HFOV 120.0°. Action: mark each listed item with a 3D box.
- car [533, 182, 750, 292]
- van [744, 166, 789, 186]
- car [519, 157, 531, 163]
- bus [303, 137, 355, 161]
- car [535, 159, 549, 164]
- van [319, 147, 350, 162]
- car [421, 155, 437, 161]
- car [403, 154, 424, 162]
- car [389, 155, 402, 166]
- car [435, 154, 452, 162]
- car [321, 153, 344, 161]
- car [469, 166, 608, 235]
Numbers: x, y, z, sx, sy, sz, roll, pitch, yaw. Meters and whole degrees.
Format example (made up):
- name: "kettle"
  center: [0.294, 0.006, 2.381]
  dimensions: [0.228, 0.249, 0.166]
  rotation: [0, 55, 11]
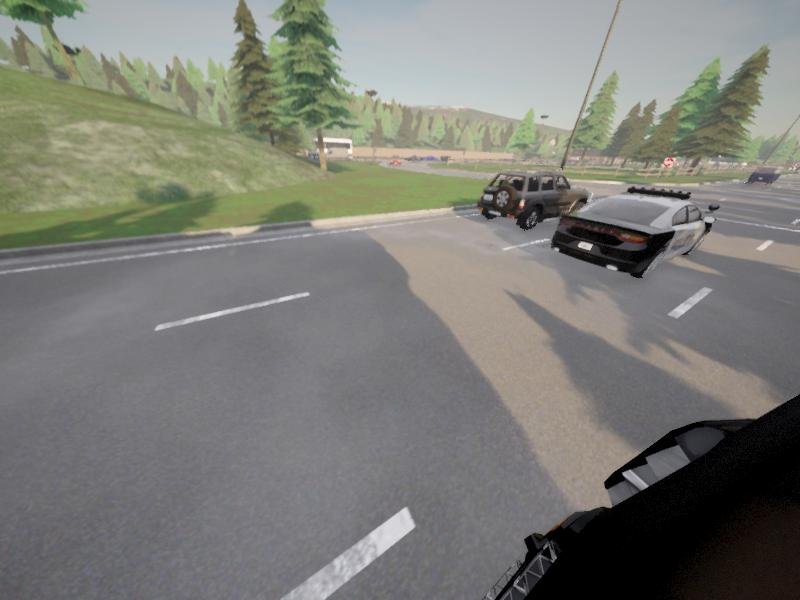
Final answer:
- name: "car"
  center: [6.202, -1.950, 5.938]
  dimensions: [5.238, 1.638, 1.930]
  rotation: [-15, 37, -26]
- name: "van"
  center: [45.014, -15.311, 28.409]
  dimensions: [4.442, 1.987, 1.775]
  rotation: [-16, 37, -25]
- name: "car"
  center: [48.269, -54.156, 89.182]
  dimensions: [3.866, 1.878, 1.905]
  rotation: [-16, 37, -26]
- name: "bus"
  center: [-16.134, -34.419, 52.952]
  dimensions: [10.273, 4.253, 3.944]
  rotation: [-16, 37, -26]
- name: "car"
  center: [51.745, -50.593, 84.254]
  dimensions: [4.181, 1.385, 1.994]
  rotation: [-16, 37, -26]
- name: "van"
  center: [-14.420, -32.095, 51.006]
  dimensions: [5.915, 2.561, 1.988]
  rotation: [-16, 37, -26]
- name: "car"
  center: [9.238, -44.966, 73.263]
  dimensions: [4.514, 1.525, 2.007]
  rotation: [-16, 37, -26]
- name: "car"
  center: [3.484, -36.854, 60.162]
  dimensions: [5.238, 1.638, 1.930]
  rotation: [-16, 37, -26]
- name: "car"
  center: [-0.845, -26.311, 43.491]
  dimensions: [2.242, 1.667, 4.611]
  rotation: [1, 33, -1]
- name: "car"
  center: [12.777, -41.797, 68.118]
  dimensions: [4.605, 1.855, 1.932]
  rotation: [-16, 37, -26]
- name: "car"
  center: [-16.651, -35.312, 57.013]
  dimensions: [5.027, 1.651, 2.152]
  rotation: [-16, 37, -26]
- name: "car"
  center: [5.173, -3.934, 8.752]
  dimensions: [4.605, 1.855, 1.932]
  rotation: [-16, 37, -26]
